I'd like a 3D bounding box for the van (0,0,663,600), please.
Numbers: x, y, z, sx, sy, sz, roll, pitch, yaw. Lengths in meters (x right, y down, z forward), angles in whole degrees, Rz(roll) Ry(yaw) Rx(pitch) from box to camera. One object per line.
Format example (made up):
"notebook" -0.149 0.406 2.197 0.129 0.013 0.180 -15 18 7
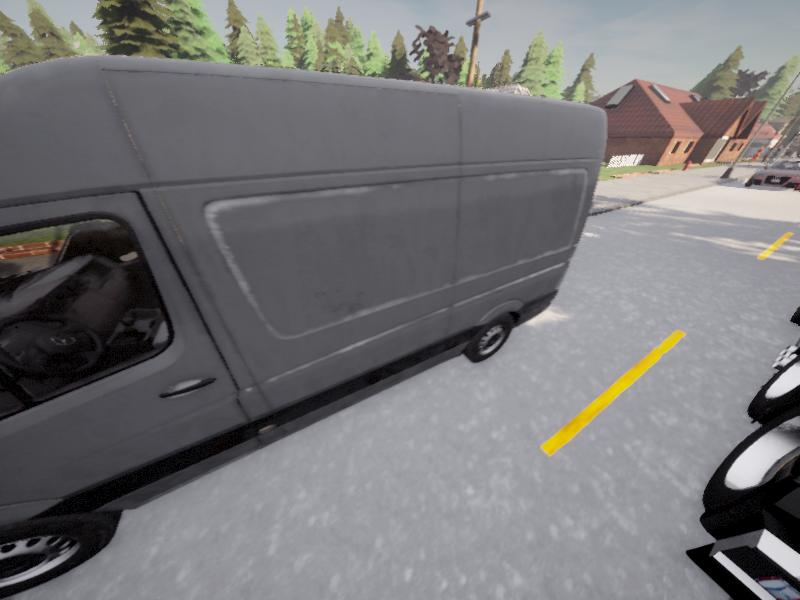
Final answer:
"van" -0.874 -0.306 2.217 5.915 2.561 1.988 -17 38 -23

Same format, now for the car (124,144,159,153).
"car" -53.637 -31.610 48.083 2.007 1.525 4.514 2 35 3

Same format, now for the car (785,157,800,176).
"car" 34.147 -11.019 18.864 3.806 1.475 1.970 -18 39 -24

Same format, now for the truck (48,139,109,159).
"truck" -43.679 -20.805 31.689 2.390 2.098 6.274 -18 39 -24

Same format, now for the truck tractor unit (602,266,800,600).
"truck tractor unit" 5.114 -0.297 0.784 6.516 4.208 3.053 -18 39 -24

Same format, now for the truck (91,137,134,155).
"truck" -49.275 -26.629 39.804 2.627 2.467 5.204 -18 39 -24

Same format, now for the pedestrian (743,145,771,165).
"pedestrian" 39.645 -16.092 25.645 0.751 1.860 0.751 -14 37 -19

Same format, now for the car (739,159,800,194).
"car" 22.514 -7.285 13.486 4.181 1.385 1.994 -18 39 -24

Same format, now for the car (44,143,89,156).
"car" -50.531 -22.928 35.159 1.801 1.575 5.366 -17 37 -25
